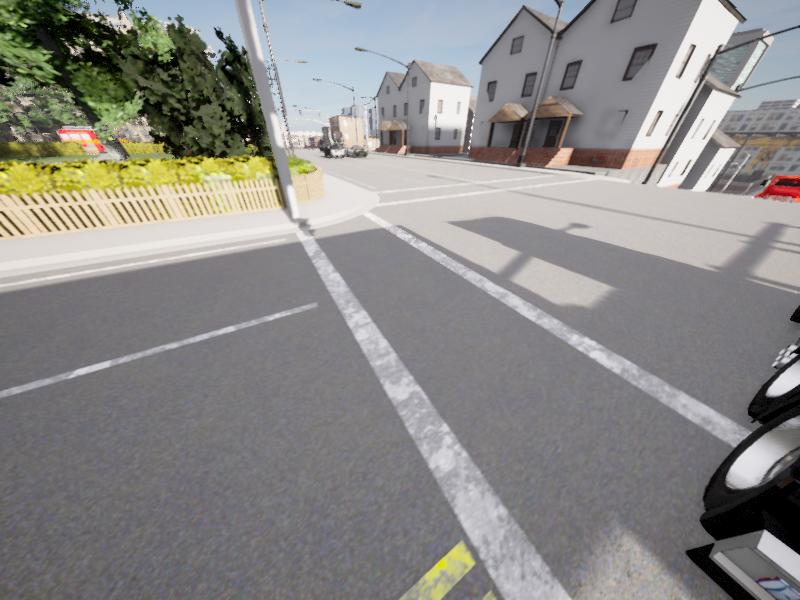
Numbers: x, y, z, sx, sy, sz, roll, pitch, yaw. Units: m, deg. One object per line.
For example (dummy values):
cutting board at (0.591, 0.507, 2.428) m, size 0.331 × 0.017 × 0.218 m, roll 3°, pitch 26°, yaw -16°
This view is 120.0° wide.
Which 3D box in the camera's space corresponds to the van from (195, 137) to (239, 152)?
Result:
van at (-36.872, -31.444, 46.796) m, size 6.366 × 2.431 × 2.351 m, roll -17°, pitch 39°, yaw -24°

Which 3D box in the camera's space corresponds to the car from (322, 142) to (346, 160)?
car at (-9.344, -21.075, 32.577) m, size 1.932 × 1.855 × 4.605 m, roll -17°, pitch 39°, yaw -24°

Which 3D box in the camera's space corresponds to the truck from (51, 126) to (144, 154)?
truck at (-51.389, -27.537, 39.850) m, size 8.468 × 3.827 × 2.891 m, roll -17°, pitch 38°, yaw -23°

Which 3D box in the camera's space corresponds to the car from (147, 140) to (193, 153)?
car at (-43.483, -29.227, 43.894) m, size 5.566 × 2.045 × 2.150 m, roll -17°, pitch 39°, yaw -23°

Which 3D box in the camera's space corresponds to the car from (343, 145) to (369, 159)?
car at (-6.611, -22.217, 34.543) m, size 2.038 × 1.542 × 4.974 m, roll -18°, pitch 39°, yaw -24°

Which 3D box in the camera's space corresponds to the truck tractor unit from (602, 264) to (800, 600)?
truck tractor unit at (5.108, -0.304, 0.780) m, size 6.516 × 4.208 × 3.053 m, roll -18°, pitch 39°, yaw -24°

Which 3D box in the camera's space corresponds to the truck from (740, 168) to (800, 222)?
truck at (27.919, -7.485, 16.766) m, size 5.204 × 2.467 × 2.627 m, roll -6°, pitch 32°, yaw -32°
